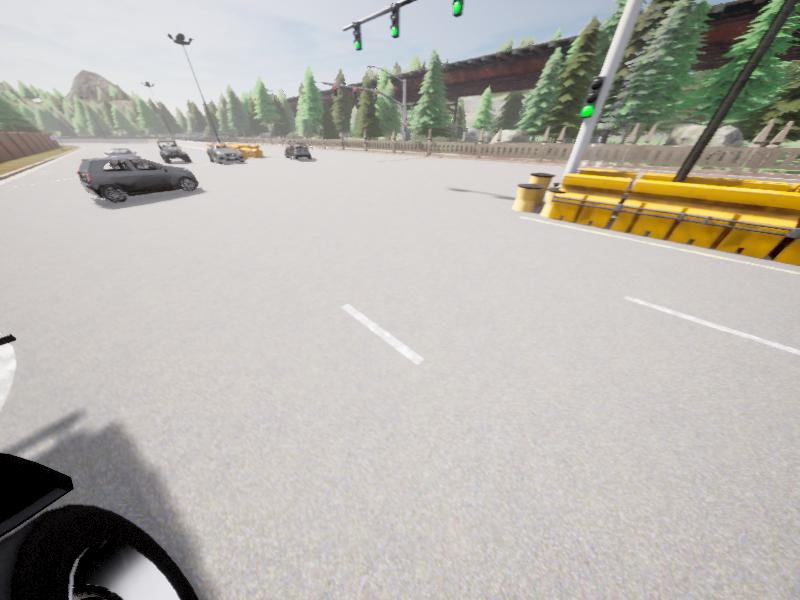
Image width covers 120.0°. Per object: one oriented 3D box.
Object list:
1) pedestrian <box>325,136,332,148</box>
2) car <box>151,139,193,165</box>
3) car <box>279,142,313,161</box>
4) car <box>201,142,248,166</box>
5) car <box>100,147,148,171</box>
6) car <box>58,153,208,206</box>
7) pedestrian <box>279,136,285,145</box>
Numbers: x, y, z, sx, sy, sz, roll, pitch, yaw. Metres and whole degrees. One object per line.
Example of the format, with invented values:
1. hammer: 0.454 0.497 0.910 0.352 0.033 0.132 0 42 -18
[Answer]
1. pedestrian: -14.561 -32.115 46.927 0.751 1.860 0.751 -29 45 -34
2. car: -22.042 -14.375 22.354 3.866 1.878 1.905 31 46 35
3. car: -11.646 -16.713 25.881 1.851 1.617 3.988 -27 43 -32
4. car: -17.119 -14.284 22.464 5.027 1.651 2.152 30 45 35
5. car: -22.648 -11.642 18.978 4.181 1.385 1.994 30 45 35
6. car: -11.228 -5.389 10.086 1.845 1.501 3.633 19 39 24
7. pedestrian: -29.868 -40.345 58.447 0.751 1.860 0.751 30 45 35
